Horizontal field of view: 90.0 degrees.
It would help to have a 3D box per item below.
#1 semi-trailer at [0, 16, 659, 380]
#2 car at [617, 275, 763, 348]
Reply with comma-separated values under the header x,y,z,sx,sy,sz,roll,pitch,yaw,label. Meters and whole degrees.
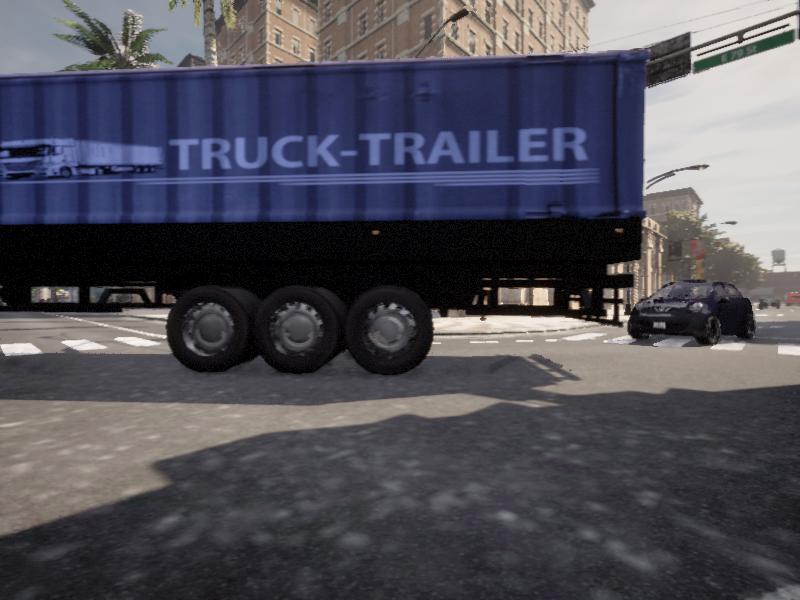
x,y,z,sx,sy,sz,roll,pitch,yaw,label
-3.882,-1.229,6.723,14.254,4.402,2.717,0,1,4,semi-trailer
7.311,0.244,10.019,3.633,1.501,1.845,0,0,-35,car
